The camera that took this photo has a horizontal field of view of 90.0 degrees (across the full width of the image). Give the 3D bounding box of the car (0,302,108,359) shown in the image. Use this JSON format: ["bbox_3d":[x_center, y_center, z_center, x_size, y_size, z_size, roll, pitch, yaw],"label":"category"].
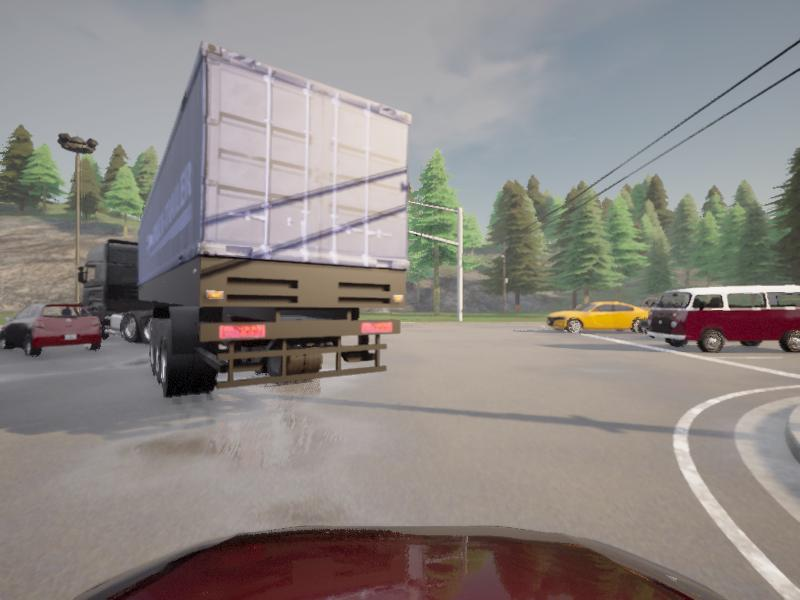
[{"bbox_3d":[-11.026,0.837,12.571,3.633,1.501,1.845,0,0,34],"label":"car"}]

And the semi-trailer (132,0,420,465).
[{"bbox_3d":[-5.000,-0.623,10.347,2.717,4.402,14.254,1,-1,-35],"label":"semi-trailer"}]

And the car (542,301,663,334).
[{"bbox_3d":[9.835,0.832,19.690,5.008,1.535,1.882,0,0,1],"label":"car"}]

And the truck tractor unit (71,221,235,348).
[{"bbox_3d":[-10.118,-0.513,16.242,6.516,4.208,3.053,0,0,32],"label":"truck tractor unit"}]

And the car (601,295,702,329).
[{"bbox_3d":[14.388,0.663,23.125,4.605,1.855,1.932,0,0,2],"label":"car"}]

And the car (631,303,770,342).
[{"bbox_3d":[11.981,0.861,16.168,4.193,1.474,1.816,0,0,1],"label":"car"}]

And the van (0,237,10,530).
[{"bbox_3d":[-3.663,0.571,0.548,2.069,2.038,4.480,0,0,-4],"label":"van"}]

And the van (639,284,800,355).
[{"bbox_3d":[10.450,0.570,12.685,4.480,2.038,2.069,-1,0,1],"label":"van"}]
